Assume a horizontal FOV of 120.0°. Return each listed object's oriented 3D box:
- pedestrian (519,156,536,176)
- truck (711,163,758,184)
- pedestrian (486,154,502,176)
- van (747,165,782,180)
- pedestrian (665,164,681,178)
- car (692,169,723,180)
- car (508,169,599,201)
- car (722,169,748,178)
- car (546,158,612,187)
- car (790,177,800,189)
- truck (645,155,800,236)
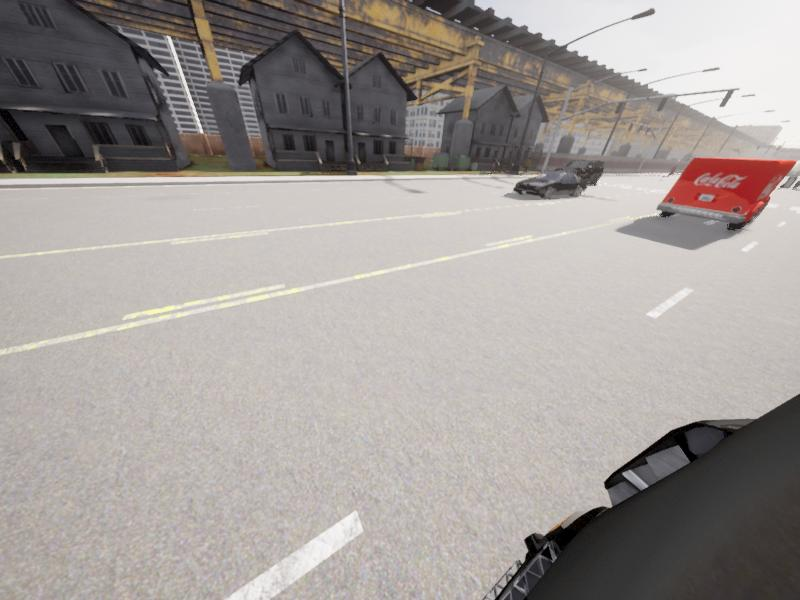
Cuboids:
[{"bbox_3d":[13.918,-14.651,25.264,0.751,1.860,0.751,-12,37,-22],"label":"pedestrian"},{"bbox_3d":[50.809,-19.308,35.101,5.204,2.467,2.627,-16,38,-27],"label":"truck"},{"bbox_3d":[9.645,-13.827,23.668,0.751,1.860,0.751,-19,39,-30],"label":"pedestrian"},{"bbox_3d":[74.393,-25.950,47.104,6.366,2.431,2.351,-15,38,-26],"label":"van"},{"bbox_3d":[45.236,-21.405,38.314,0.751,1.860,0.751,2,33,-2],"label":"pedestrian"},{"bbox_3d":[53.781,-21.999,40.380,5.357,1.411,2.033,-16,38,-26],"label":"car"},{"bbox_3d":[9.660,-7.293,14.536,5.357,1.411,2.033,-15,37,-25],"label":"car"},{"bbox_3d":[72.024,-27.120,49.616,5.357,1.411,2.033,-16,38,-26],"label":"car"},{"bbox_3d":[16.527,-11.811,21.333,5.566,2.045,2.150,-16,38,-26],"label":"car"},{"bbox_3d":[53.562,-15.451,30.021,4.605,1.855,1.932,-15,38,-26],"label":"car"},{"bbox_3d":[14.168,-4.693,10.013,5.204,2.467,2.627,-15,38,-25],"label":"truck"}]
